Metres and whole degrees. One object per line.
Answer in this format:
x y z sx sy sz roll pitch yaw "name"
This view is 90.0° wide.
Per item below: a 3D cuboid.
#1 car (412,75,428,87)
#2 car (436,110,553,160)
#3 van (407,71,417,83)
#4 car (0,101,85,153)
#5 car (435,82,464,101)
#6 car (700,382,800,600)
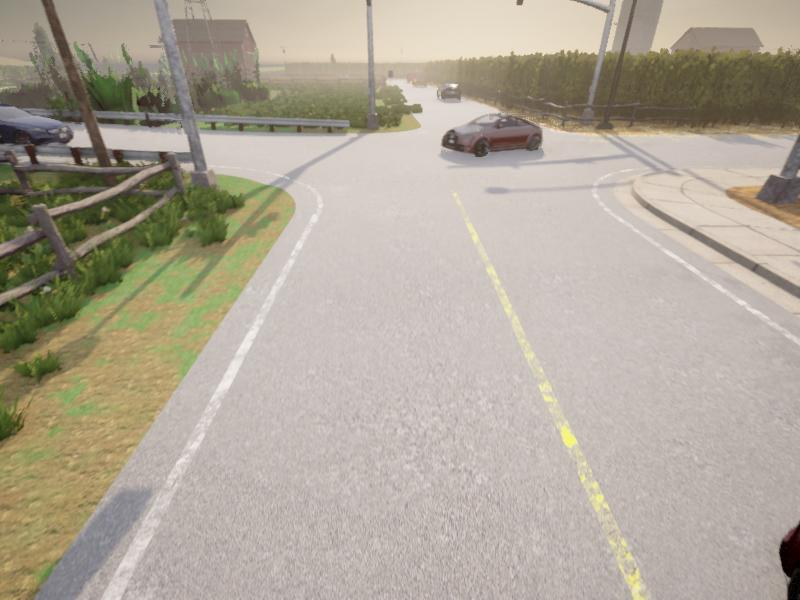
3.301 -36.916 67.476 1.801 1.575 5.366 -3 31 -5 "car"
3.797 -6.799 16.306 4.181 1.385 1.994 -14 33 -23 "car"
2.400 -45.780 82.192 1.775 1.987 4.442 -2 30 -3 "van"
-15.101 -6.602 15.064 4.674 1.442 1.812 4 30 0 "car"
5.137 -21.905 41.971 2.163 1.488 4.792 -2 30 -3 "car"
3.372 2.311 0.584 2.163 1.488 4.792 0 30 -1 "car"
